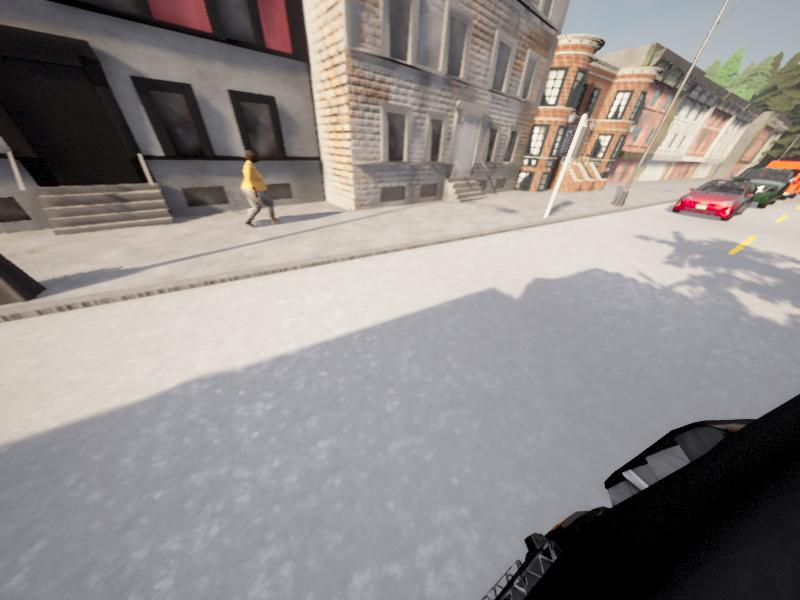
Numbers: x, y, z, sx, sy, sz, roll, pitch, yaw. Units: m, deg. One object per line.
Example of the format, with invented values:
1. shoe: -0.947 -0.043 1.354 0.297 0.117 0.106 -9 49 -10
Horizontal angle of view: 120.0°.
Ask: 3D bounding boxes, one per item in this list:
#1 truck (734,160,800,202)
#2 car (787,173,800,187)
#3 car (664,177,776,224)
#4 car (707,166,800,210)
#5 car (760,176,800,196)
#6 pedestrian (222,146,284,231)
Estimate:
1. truck: 29.902 -9.455 18.166 5.204 2.467 2.627 -16 38 -26
2. car: 54.163 -15.933 30.636 4.792 1.488 2.163 -16 38 -26
3. car: 15.413 -4.944 11.141 4.514 1.525 2.007 -16 38 -26
4. car: 22.512 -7.188 14.581 5.566 2.045 2.150 -16 38 -26
5. car: 36.788 -10.922 21.956 4.718 1.301 1.895 -16 38 -26
6. pedestrian: -3.783 -2.892 6.036 0.751 1.860 0.751 -24 42 -34
